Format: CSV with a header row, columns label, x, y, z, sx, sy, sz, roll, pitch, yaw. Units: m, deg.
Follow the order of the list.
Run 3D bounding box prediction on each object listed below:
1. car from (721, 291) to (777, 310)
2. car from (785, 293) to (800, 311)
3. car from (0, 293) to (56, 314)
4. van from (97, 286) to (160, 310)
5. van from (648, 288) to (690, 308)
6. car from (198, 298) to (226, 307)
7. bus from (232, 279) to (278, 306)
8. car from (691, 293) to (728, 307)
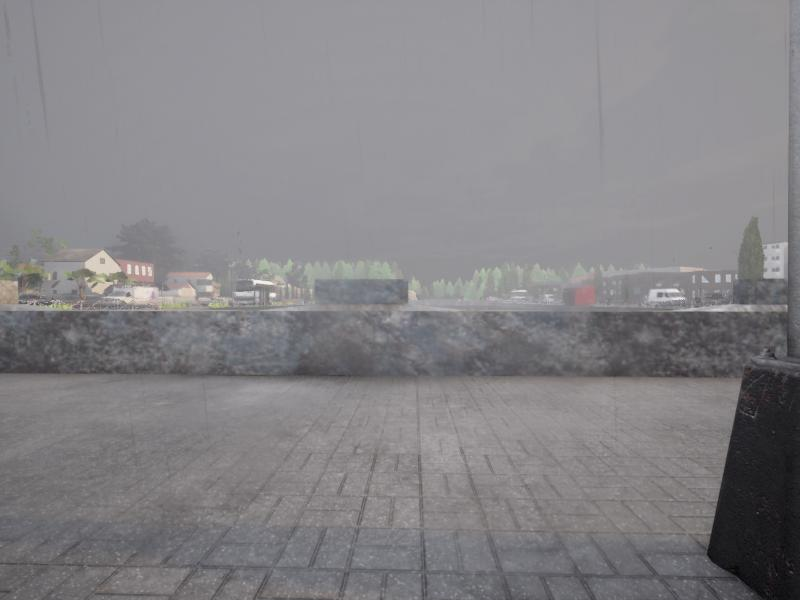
label,x,y,z,sx,sy,sz,roll,pitch,yaw
car,36.603,0.052,42.119,1.932,1.855,4.605,0,0,2
car,36.340,0.201,34.239,1.801,1.575,5.366,0,0,2
car,-29.530,0.245,30.787,1.837,1.490,4.892,0,0,2
van,-29.112,-0.222,43.245,2.351,2.431,6.366,0,0,2
van,37.039,-0.277,55.306,1.988,2.561,5.915,0,0,2
car,-28.516,0.344,60.812,1.895,1.301,4.718,0,0,2
bus,-24.390,-1.139,68.058,3.944,4.253,10.273,0,0,2
car,40.974,0.042,53.071,1.905,1.878,3.866,0,-1,2
